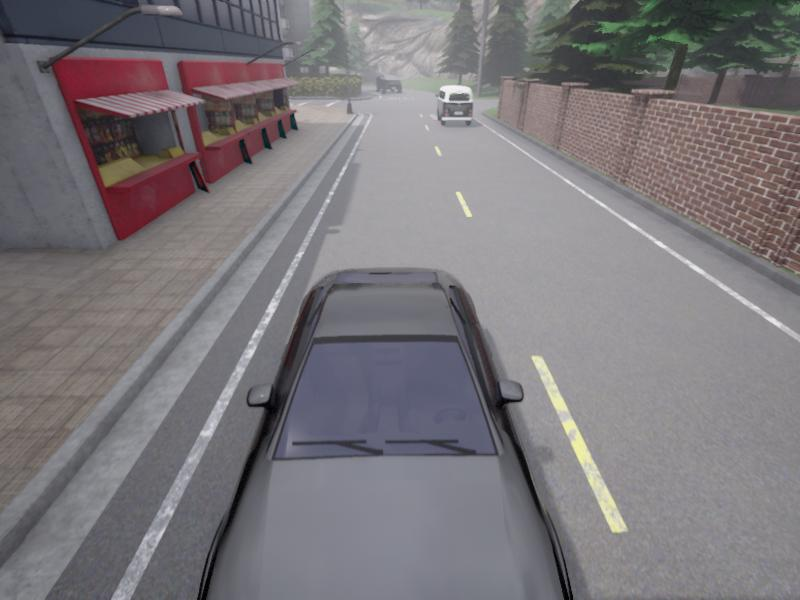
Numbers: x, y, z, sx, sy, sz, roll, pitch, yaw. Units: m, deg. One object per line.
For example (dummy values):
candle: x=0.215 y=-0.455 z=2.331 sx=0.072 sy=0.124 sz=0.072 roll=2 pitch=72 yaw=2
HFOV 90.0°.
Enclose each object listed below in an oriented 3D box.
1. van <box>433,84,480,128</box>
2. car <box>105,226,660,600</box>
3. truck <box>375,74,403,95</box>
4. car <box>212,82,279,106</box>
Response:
van: x=3.269 y=-11.796 z=24.161 sx=2.069 sy=2.038 sz=4.480 roll=0 pitch=30 yaw=0
car: x=-0.106 y=0.782 z=3.310 sx=1.994 sy=1.385 sz=4.181 roll=-1 pitch=30 yaw=-1
truck: x=-1.468 y=-27.906 z=51.658 sx=2.390 sy=2.098 sz=6.274 roll=-7 pitch=31 yaw=-11
car: x=-12.946 y=-17.469 z=33.881 sx=4.611 sy=1.667 sz=2.242 roll=-1 pitch=30 yaw=-2
